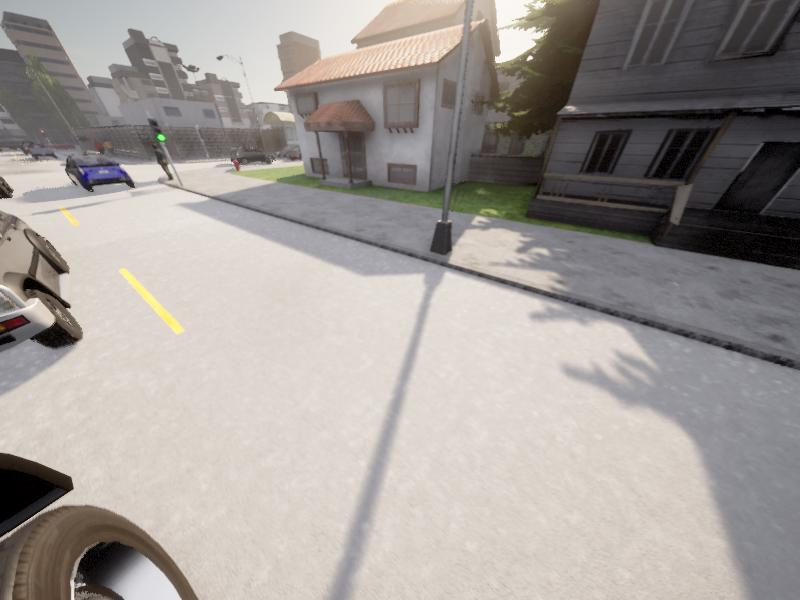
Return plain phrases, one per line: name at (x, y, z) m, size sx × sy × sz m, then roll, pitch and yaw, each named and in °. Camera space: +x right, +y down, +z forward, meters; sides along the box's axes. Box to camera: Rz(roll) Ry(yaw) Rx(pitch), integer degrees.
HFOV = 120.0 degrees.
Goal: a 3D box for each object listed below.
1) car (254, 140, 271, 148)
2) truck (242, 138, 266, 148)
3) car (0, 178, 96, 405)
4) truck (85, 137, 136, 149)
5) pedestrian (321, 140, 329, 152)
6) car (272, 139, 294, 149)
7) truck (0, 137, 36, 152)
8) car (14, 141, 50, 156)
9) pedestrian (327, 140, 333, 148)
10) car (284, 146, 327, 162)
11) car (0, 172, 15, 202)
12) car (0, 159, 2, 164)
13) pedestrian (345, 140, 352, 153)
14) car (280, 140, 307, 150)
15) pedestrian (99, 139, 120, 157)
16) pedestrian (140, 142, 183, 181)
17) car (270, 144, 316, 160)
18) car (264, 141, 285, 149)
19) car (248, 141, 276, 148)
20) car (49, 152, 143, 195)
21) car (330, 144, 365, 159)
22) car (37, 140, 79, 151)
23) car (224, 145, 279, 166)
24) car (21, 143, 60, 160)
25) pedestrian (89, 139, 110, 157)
car at (-34.084, -38.567, 57.182) m, size 3.705 × 1.547 × 1.789 m, roll 22°, pitch 40°, yaw 28°
truck at (-37.324, -40.310, 59.221) m, size 2.069 × 2.038 × 4.478 m, roll 22°, pitch 40°, yaw 28°
car at (-6.085, -0.339, 2.844) m, size 4.605 × 1.855 × 1.932 m, roll 23°, pitch 41°, yaw 31°
truck at (-62.248, -33.884, 49.871) m, size 2.390 × 2.098 × 6.274 m, roll 22°, pitch 40°, yaw 28°
pedestrian at (-13.309, -27.326, 40.977) m, size 0.751 × 1.860 × 0.751 m, roll 13°, pitch 37°, yaw 18°
car at (-26.453, -35.343, 52.376) m, size 1.905 × 1.878 × 3.866 m, roll 22°, pitch 40°, yaw 28°
truck at (-69.783, -27.415, 40.568) m, size 2.390 × 2.098 × 6.274 m, roll -6°, pitch 35°, yaw -8°
car at (-53.316, -22.032, 33.453) m, size 4.856 × 1.649 × 2.033 m, roll 22°, pitch 41°, yaw 28°
pedestrian at (-17.825, -39.804, 58.917) m, size 0.751 × 1.860 × 0.751 m, roll 22°, pitch 40°, yaw 28°
car at (-11.232, -17.557, 27.702) m, size 1.994 × 1.385 × 4.181 m, roll 21°, pitch 40°, yaw 27°
car at (-18.516, -5.246, 9.599) m, size 3.866 × 1.878 × 1.905 m, roll 24°, pitch 41°, yaw 29°
car at (-41.342, -14.293, 22.658) m, size 4.193 × 1.474 × 1.816 m, roll 22°, pitch 41°, yaw 28°
pedestrian at (-8.845, -26.555, 39.916) m, size 0.751 × 1.860 × 0.751 m, roll -29°, pitch 44°, yaw -35°
car at (-23.085, -33.708, 50.260) m, size 2.242 × 1.667 × 4.611 m, roll 22°, pitch 40°, yaw 28°
pedestrian at (-35.914, -18.803, 28.572) m, size 0.751 × 1.860 × 0.751 m, roll 22°, pitch 41°, yaw 28°
pedestrian at (-13.678, -7.939, 13.302) m, size 0.751 × 1.860 × 0.751 m, roll 4°, pitch 35°, yaw 5°
car at (-13.871, -19.499, 30.323) m, size 2.128 × 1.511 × 4.902 m, roll 22°, pitch 40°, yaw 28°
car at (-30.110, -37.342, 55.491) m, size 1.845 × 1.501 × 3.633 m, roll 22°, pitch 40°, yaw 28°
car at (-34.178, -38.658, 57.437) m, size 2.033 × 1.415 × 5.357 m, roll 22°, pitch 40°, yaw 28°
car at (-16.028, -6.813, 12.185) m, size 4.514 × 1.525 × 2.007 m, roll 22°, pitch 41°, yaw 28°
car at (-7.231, -20.893, 32.364) m, size 2.007 × 1.525 × 4.514 m, roll 22°, pitch 40°, yaw 28°
car at (-65.967, -29.936, 44.629) m, size 1.851 × 1.617 × 3.988 m, roll 2°, pitch 35°, yaw 3°
car at (-14.894, -14.732, 23.426) m, size 1.851 × 1.617 × 3.988 m, roll 22°, pitch 40°, yaw 28°
car at (-42.718, -17.679, 27.431) m, size 3.633 × 1.501 × 1.845 m, roll 22°, pitch 41°, yaw 28°
pedestrian at (-37.418, -18.945, 28.762) m, size 0.751 × 1.860 × 0.751 m, roll 23°, pitch 41°, yaw 28°
